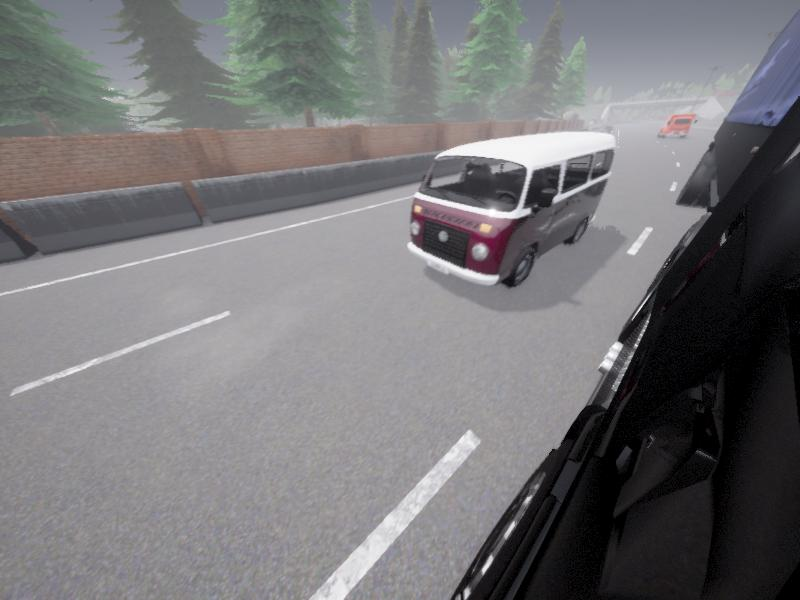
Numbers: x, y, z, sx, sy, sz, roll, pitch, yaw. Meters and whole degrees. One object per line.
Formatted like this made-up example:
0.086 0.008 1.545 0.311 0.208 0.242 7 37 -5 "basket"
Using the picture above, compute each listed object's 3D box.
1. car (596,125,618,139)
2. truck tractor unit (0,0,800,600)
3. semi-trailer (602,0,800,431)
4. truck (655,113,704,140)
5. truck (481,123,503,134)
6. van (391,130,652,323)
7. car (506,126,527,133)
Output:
32.499 -26.433 36.250 2.038 1.542 4.974 23 44 30 "car"
2.645 -0.295 0.351 6.516 4.208 3.053 -28 44 -30 "truck tractor unit"
8.483 -3.715 4.466 14.254 4.402 2.717 -30 45 -32 "semi-trailer"
34.937 -21.899 29.164 2.627 2.467 5.204 23 43 30 "truck"
27.968 -51.973 70.065 5.204 2.467 2.627 23 44 31 "truck"
2.278 -1.865 4.354 4.480 2.038 2.069 -28 44 -30 "van"
33.546 -49.270 66.764 4.856 1.649 2.033 23 43 31 "car"
